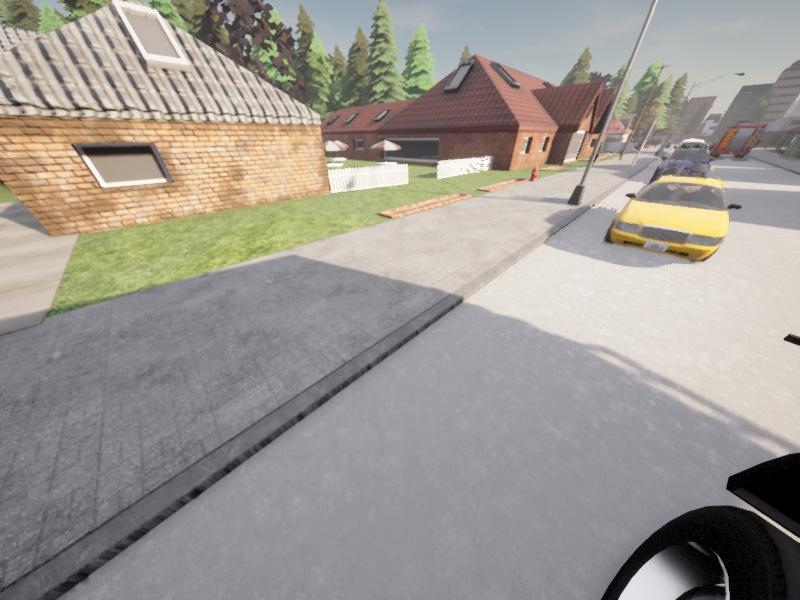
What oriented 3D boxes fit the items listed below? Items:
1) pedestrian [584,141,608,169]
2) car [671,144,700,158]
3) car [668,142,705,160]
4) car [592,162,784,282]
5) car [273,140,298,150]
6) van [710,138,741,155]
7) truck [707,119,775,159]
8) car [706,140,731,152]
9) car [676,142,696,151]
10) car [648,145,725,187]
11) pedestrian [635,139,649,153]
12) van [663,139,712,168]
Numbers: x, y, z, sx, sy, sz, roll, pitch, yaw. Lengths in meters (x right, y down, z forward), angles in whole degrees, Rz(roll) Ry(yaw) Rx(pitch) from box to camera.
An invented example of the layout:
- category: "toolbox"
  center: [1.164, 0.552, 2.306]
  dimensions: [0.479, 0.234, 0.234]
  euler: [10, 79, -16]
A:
- category: "pedestrian"
  center: [15.910, -11.772, 18.751]
  dimensions: [0.751, 1.860, 0.751]
  euler: [-29, 44, -35]
- category: "car"
  center: [42.513, -22.269, 34.436]
  dimensions: [4.792, 1.488, 2.163]
  euler: [-29, 44, -35]
- category: "car"
  center: [35.768, -18.705, 28.878]
  dimensions: [4.611, 1.667, 2.242]
  euler: [-29, 44, -35]
- category: "car"
  center: [7.047, -2.432, 5.979]
  dimensions: [5.366, 1.575, 1.801]
  euler: [-29, 44, -35]
- category: "car"
  center: [-31.922, -43.243, 64.377]
  dimensions: [5.566, 2.045, 2.150]
  euler: [-29, 44, -35]
- category: "van"
  center: [50.103, -23.725, 35.652]
  dimensions: [4.442, 1.987, 1.775]
  euler: [-30, 44, -35]
- category: "truck"
  center: [43.857, -20.945, 30.134]
  dimensions: [8.468, 3.827, 2.891]
  euler: [-29, 44, -35]
- category: "car"
  center: [59.433, -28.857, 43.195]
  dimensions: [5.238, 1.638, 1.930]
  euler: [-29, 44, -35]
- category: "car"
  center: [60.662, -32.505, 48.939]
  dimensions: [4.902, 1.511, 2.128]
  euler: [-29, 44, -35]
- category: "car"
  center: [17.097, -8.196, 13.931]
  dimensions: [4.553, 1.767, 2.097]
  euler: [-30, 45, -35]
- category: "pedestrian"
  center: [39.002, -24.849, 37.217]
  dimensions: [0.751, 1.860, 0.751]
  euler: [29, 44, 35]
- category: "van"
  center: [26.954, -13.874, 21.734]
  dimensions: [4.480, 2.038, 2.069]
  euler: [-29, 44, -35]
